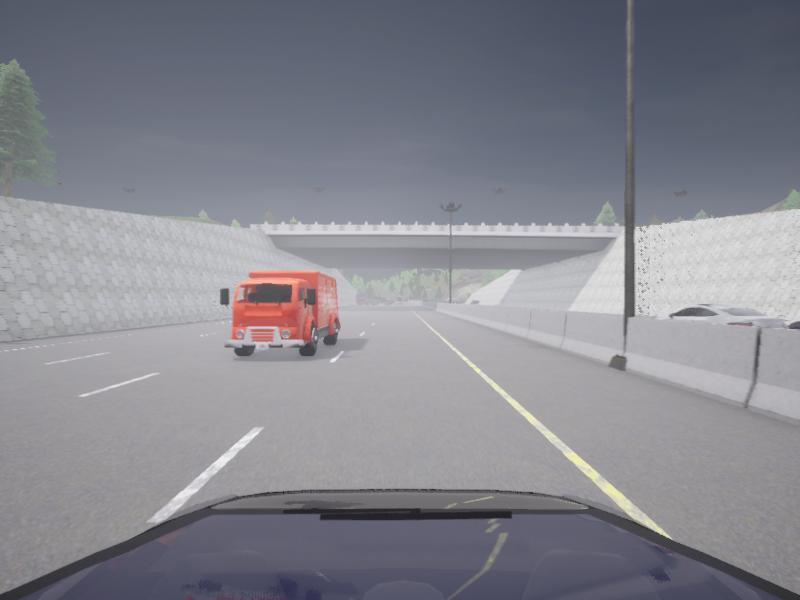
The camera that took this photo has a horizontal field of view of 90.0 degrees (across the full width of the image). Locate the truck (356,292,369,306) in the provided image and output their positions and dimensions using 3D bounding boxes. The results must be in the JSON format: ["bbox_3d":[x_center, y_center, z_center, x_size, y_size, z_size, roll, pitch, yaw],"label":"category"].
[{"bbox_3d":[-10.553,-0.368,113.106,2.891,3.827,8.468,0,0,0],"label":"truck"}]

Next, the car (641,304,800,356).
[{"bbox_3d":[10.500,0.864,13.599,1.812,1.442,4.674,0,0,0],"label":"car"}]

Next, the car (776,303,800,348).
[{"bbox_3d":[14.000,0.850,11.847,1.816,1.474,4.193,0,0,0],"label":"car"}]

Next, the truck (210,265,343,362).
[{"bbox_3d":[-3.500,0.350,12.751,2.627,2.467,5.204,0,0,0],"label":"truck"}]
